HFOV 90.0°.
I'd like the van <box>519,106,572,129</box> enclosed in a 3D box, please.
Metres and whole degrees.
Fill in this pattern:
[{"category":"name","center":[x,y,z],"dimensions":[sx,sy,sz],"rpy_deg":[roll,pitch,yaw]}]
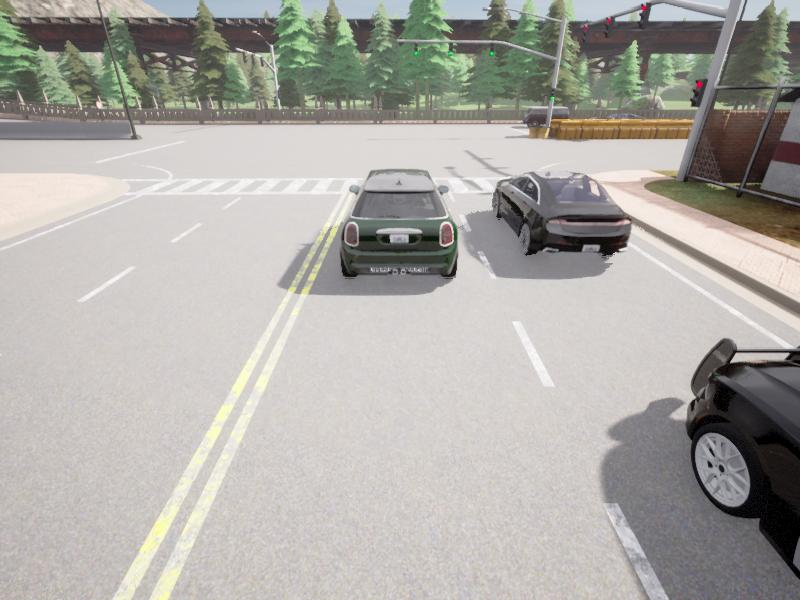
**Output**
[{"category":"van","center":[14.747,-18.626,40.803],"dimensions":[4.442,1.987,1.775],"rpy_deg":[-1,27,-2]}]

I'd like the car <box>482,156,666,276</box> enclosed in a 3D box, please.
[{"category":"car","center":[3.504,-2.247,9.368],"dimensions":[2.128,1.511,4.902],"rpy_deg":[0,27,0]}]

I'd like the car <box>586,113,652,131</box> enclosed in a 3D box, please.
[{"category":"car","center":[20.694,-16.908,37.970],"dimensions":[4.902,1.511,2.128],"rpy_deg":[-1,27,-2]}]

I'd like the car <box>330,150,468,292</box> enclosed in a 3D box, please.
[{"category":"car","center":[-0.018,-1.967,8.507],"dimensions":[2.097,1.767,4.553],"rpy_deg":[0,27,0]}]

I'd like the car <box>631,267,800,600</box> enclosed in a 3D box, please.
[{"category":"car","center":[3.501,1.624,1.671],"dimensions":[1.930,1.638,5.238],"rpy_deg":[0,27,0]}]

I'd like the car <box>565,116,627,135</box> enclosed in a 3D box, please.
[{"category":"car","center":[16.949,-15.190,34.776],"dimensions":[4.181,1.385,1.994],"rpy_deg":[-1,27,-2]}]
